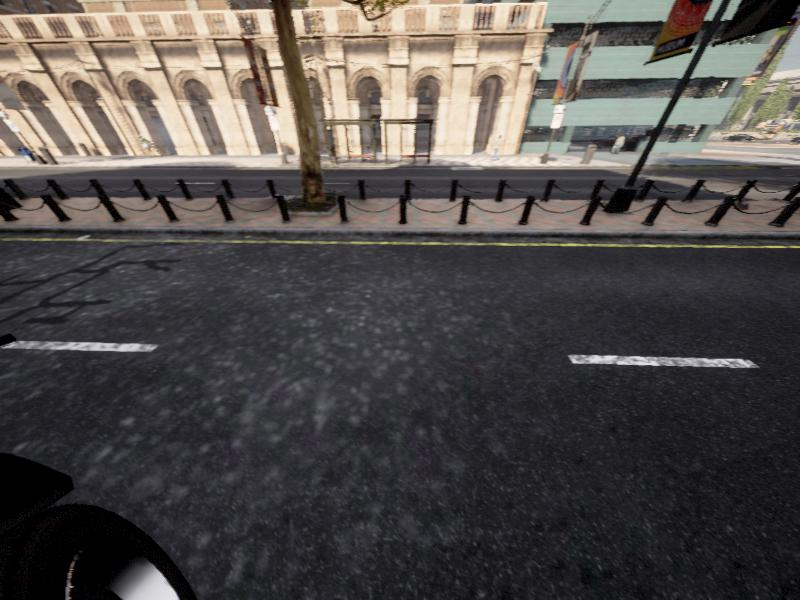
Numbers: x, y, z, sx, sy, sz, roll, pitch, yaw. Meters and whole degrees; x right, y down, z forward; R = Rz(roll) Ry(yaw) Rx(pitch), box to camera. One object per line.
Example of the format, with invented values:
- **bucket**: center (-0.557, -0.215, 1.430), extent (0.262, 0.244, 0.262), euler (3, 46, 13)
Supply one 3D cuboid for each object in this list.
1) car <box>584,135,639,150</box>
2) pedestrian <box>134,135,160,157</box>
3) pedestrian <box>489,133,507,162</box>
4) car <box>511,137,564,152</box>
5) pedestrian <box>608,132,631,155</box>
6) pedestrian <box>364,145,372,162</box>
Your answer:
- **car**: center (28.310, -21.210, 31.051), extent (4.902, 1.511, 2.128), euler (1, 36, 2)
- **pedestrian**: center (-26.009, -15.862, 23.792), extent (0.751, 1.860, 0.751), euler (1, 36, 2)
- **pedestrian**: center (7.862, -12.309, 18.660), extent (0.751, 1.860, 0.751), euler (2, 36, 3)
- **car**: center (16.580, -18.946, 28.119), extent (4.786, 1.482, 2.161), euler (1, 36, 2)
- **pedestrian**: center (21.980, -15.698, 23.176), extent (0.751, 1.860, 0.751), euler (-3, 36, -4)
- **pedestrian**: center (-2.667, -12.195, 19.234), extent (0.500, 1.100, 0.500), euler (1, 36, 2)
